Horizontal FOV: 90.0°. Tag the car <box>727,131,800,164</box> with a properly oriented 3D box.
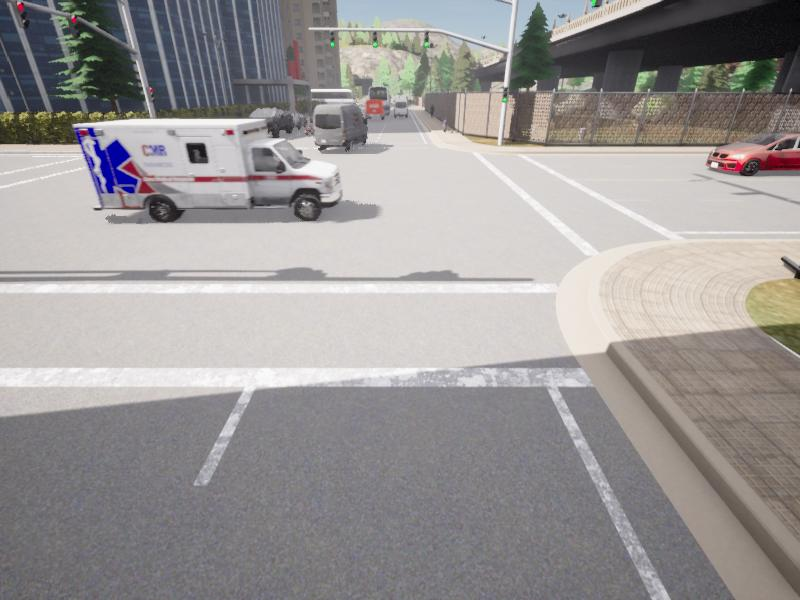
[{"bbox_3d":[19.958,-7.884,20.621,4.181,1.385,1.994,0,27,0],"label":"car"}]

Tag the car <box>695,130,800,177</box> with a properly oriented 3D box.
[{"bbox_3d":[16.182,-6.431,17.457,4.611,1.667,2.242,0,27,0],"label":"car"}]

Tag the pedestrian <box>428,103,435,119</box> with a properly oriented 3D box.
[{"bbox_3d":[4.231,-25.146,53.227,0.751,1.860,0.751,-1,27,-2],"label":"pedestrian"}]

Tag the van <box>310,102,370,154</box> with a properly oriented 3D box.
[{"bbox_3d":[-3.601,-11.104,25.529,1.988,2.561,5.915,6,28,9],"label":"van"}]

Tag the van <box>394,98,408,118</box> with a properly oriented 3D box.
[{"bbox_3d":[0.162,-29.265,60.902,1.988,2.561,5.915,0,27,0],"label":"van"}]

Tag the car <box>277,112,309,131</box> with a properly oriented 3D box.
[{"bbox_3d":[-10.395,-17.536,39.237,1.812,1.442,4.674,0,27,0],"label":"car"}]

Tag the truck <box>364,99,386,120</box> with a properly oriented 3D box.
[{"bbox_3d":[-3.358,-26.146,54.888,2.627,2.467,5.204,0,27,0],"label":"truck"}]

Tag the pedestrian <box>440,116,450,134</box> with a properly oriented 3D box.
[{"bbox_3d":[3.681,-14.231,32.563,0.751,1.300,0.751,4,27,7],"label":"pedestrian"}]

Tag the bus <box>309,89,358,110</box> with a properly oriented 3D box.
[{"bbox_3d":[-15.190,-46.366,92.477,10.273,4.253,3.944,0,27,0],"label":"bus"}]

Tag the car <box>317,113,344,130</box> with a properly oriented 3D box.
[{"bbox_3d":[-6.902,-17.926,40.079,1.994,1.385,4.181,0,27,-1],"label":"car"}]

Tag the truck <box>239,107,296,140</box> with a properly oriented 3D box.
[{"bbox_3d":[-10.414,-14.240,32.093,2.390,2.098,6.274,0,27,0],"label":"truck"}]

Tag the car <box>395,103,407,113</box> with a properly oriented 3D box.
[{"bbox_3d":[0.201,-37.093,77.288,2.128,1.511,4.902,0,27,0],"label":"car"}]

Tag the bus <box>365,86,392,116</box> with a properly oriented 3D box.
[{"bbox_3d":[-3.447,-33.225,66.748,3.944,4.253,10.273,0,27,0],"label":"bus"}]

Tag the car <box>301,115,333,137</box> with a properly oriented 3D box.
[{"bbox_3d":[-6.908,-14.779,33.827,1.816,1.474,4.193,0,27,0],"label":"car"}]

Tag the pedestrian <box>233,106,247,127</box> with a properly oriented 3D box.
[{"bbox_3d":[-15.994,-18.362,40.003,0.751,1.860,0.751,0,27,0],"label":"pedestrian"}]

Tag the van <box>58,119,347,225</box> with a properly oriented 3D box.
[{"bbox_3d":[-4.865,-3.591,11.024,6.366,2.431,2.351,0,27,0],"label":"van"}]
